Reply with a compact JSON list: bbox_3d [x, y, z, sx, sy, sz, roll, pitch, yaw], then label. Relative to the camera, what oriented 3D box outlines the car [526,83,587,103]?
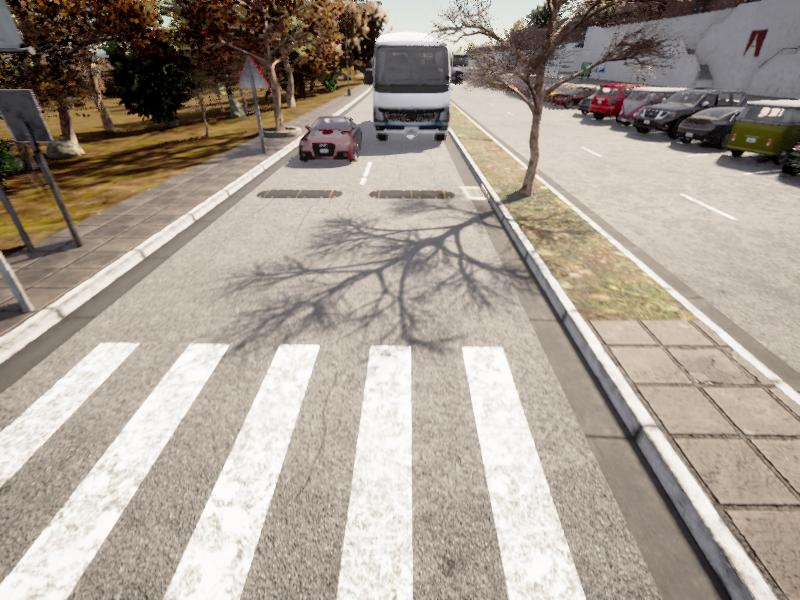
[{"bbox_3d":[14.742,-19.594,37.809,4.792,1.488,2.163,-9,32,-17],"label":"car"}]

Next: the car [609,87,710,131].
[{"bbox_3d":[14.331,-10.671,22.216,4.442,1.987,1.878,-9,32,-17],"label":"car"}]

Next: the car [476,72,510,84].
[{"bbox_3d":[15.235,-36.568,65.868,4.892,1.521,2.231,-10,33,-17],"label":"car"}]

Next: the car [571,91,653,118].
[{"bbox_3d":[14.526,-13.489,27.534,4.674,1.452,2.002,-9,32,-17],"label":"car"}]

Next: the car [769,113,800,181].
[{"bbox_3d":[14.223,-4.565,12.006,4.553,1.767,2.185,-9,32,-17],"label":"car"}]

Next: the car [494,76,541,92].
[{"bbox_3d":[14.773,-27.287,50.503,5.366,1.575,1.946,-10,33,-17],"label":"car"}]

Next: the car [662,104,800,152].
[{"bbox_3d":[14.338,-7.478,17.223,4.892,1.521,2.231,-9,32,-17],"label":"car"}]

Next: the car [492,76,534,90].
[{"bbox_3d":[15.020,-28.844,53.136,4.792,1.488,2.163,-10,33,-17],"label":"car"}]

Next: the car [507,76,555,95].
[{"bbox_3d":[14.827,-24.329,45.384,4.553,1.767,2.185,-10,32,-17],"label":"car"}]

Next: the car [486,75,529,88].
[{"bbox_3d":[14.866,-30.382,55.603,5.366,1.575,1.946,-10,33,-17],"label":"car"}]

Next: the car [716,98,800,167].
[{"bbox_3d":[14.410,-6.184,14.572,4.442,1.987,1.878,-9,32,-17],"label":"car"}]

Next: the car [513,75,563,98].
[{"bbox_3d":[14.702,-22.852,42.741,4.442,1.987,1.878,-10,33,-17],"label":"car"}]

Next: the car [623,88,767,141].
[{"bbox_3d":[14.368,-9.198,19.656,5.566,2.045,2.435,-9,32,-17],"label":"car"}]

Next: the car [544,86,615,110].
[{"bbox_3d":[14.595,-16.529,32.657,4.792,1.488,2.163,-9,33,-17],"label":"car"}]

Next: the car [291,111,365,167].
[{"bbox_3d":[-2.551,-6.226,15.234,1.994,1.385,4.181,0,30,1],"label":"car"}]

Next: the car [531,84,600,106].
[{"bbox_3d":[14.496,-18.055,35.157,5.366,1.575,1.946,-9,33,-17],"label":"car"}]

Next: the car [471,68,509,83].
[{"bbox_3d":[15.301,-38.331,68.310,5.566,2.045,2.435,-9,32,-17],"label":"car"}]

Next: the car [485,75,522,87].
[{"bbox_3d":[15.082,-31.919,58.233,4.674,1.452,2.002,-10,32,-17],"label":"car"}]

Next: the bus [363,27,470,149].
[{"bbox_3d":[0.669,-10.823,20.219,3.944,4.253,10.273,0,30,1],"label":"bus"}]

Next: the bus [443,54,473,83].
[{"bbox_3d":[10.157,-41.813,71.959,3.944,4.253,10.273,0,31,1],"label":"bus"}]

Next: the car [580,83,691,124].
[{"bbox_3d":[14.513,-12.231,24.827,5.566,2.045,2.435,-9,32,-17],"label":"car"}]

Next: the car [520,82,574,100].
[{"bbox_3d":[14.756,-21.114,40.363,4.674,1.452,2.002,-9,32,-17],"label":"car"}]
